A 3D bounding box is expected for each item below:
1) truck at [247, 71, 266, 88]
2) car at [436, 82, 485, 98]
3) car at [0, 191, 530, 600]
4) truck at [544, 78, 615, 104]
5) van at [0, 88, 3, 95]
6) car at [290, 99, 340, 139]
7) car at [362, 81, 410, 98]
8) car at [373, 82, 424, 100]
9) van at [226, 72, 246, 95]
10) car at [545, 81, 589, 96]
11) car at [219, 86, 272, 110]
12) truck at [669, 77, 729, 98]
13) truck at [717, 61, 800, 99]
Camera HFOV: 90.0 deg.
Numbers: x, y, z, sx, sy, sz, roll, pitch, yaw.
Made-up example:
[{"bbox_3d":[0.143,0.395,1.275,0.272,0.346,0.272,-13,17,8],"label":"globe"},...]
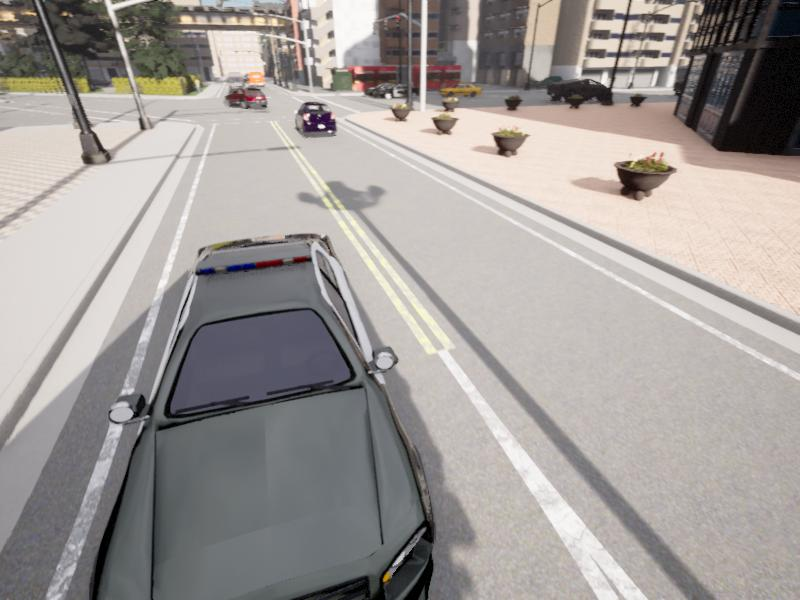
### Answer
[{"bbox_3d":[-25.853,-39.680,71.944,2.627,2.467,5.204,-11,32,-17],"label":"truck"},{"bbox_3d":[7.014,-24.544,46.718,5.366,1.575,1.801,-10,32,-18],"label":"car"},{"bbox_3d":[-1.196,0.487,3.693,2.038,1.542,4.974,-9,31,-14],"label":"car"},{"bbox_3d":[18.129,-21.195,40.495,6.274,2.098,2.390,-10,32,-17],"label":"truck"},{"bbox_3d":[-59.010,-30.026,56.465,4.480,2.038,2.069,13,33,21],"label":"van"},{"bbox_3d":[-4.495,-9.592,21.004,1.845,1.501,3.633,-11,32,-17],"label":"car"},{"bbox_3d":[-1.638,-24.851,47.160,5.238,1.638,1.930,-11,32,-19],"label":"car"},{"bbox_3d":[-0.177,-23.252,44.407,5.238,1.638,1.930,-11,32,-18],"label":"car"},{"bbox_3d":[-22.487,-29.820,54.945,1.988,2.561,5.915,-11,32,-17],"label":"van"},{"bbox_3d":[21.369,-27.175,51.330,4.856,1.649,2.033,-10,32,-18],"label":"car"},{"bbox_3d":[-13.554,-17.721,35.011,4.856,1.649,2.033,24,38,35],"label":"car"},{"bbox_3d":[37.276,-26.519,49.881,6.274,2.098,2.390,-10,32,-18],"label":"truck"},{"bbox_3d":[43.355,-26.498,48.171,8.468,3.827,2.891,-10,32,-18],"label":"truck"}]
